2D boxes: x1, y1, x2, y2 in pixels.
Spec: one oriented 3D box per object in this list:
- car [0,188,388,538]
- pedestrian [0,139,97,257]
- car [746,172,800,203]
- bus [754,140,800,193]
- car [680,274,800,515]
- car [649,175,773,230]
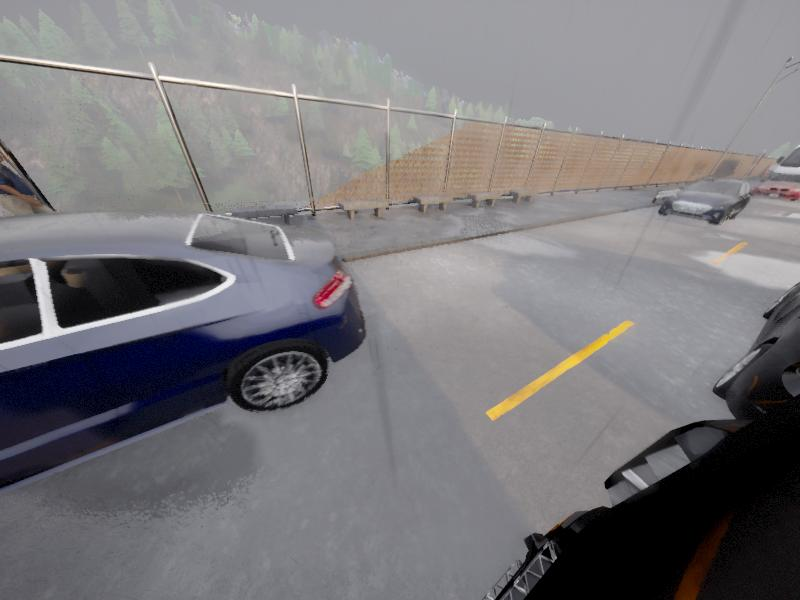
[{"bbox_3d":[-2.843,0.240,1.896,5.027,1.651,2.152,-16,38,-26],"label":"car"},{"bbox_3d":[-7.015,-1.878,4.315,0.751,1.860,0.751,-15,38,-25],"label":"pedestrian"},{"bbox_3d":[29.551,-8.805,17.932,4.611,1.667,2.242,-20,40,-30],"label":"car"},{"bbox_3d":[43.267,-13.896,24.319,10.273,4.253,3.944,-15,38,-26],"label":"bus"},{"bbox_3d":[5.342,0.498,2.208,5.008,1.535,1.882,-16,38,-26],"label":"car"},{"bbox_3d":[13.918,-4.540,10.361,4.856,1.649,2.033,-16,38,-26],"label":"car"}]
